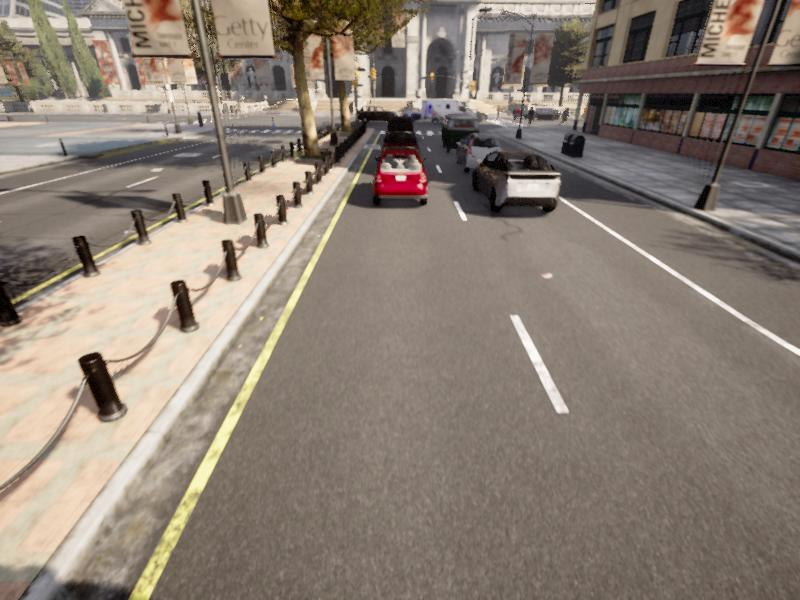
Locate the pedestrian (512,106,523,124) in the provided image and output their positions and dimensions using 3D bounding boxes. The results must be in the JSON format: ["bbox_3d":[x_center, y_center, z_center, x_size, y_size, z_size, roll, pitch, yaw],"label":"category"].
[{"bbox_3d":[13.110,-20.648,44.687,0.751,1.860,0.751,-1,27,-3],"label":"pedestrian"}]

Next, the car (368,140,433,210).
[{"bbox_3d":[0.012,-4.179,13.003,1.789,1.549,3.705,0,27,0],"label":"car"}]

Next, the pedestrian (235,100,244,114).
[{"bbox_3d":[-24.392,-29.353,60.765,0.751,1.860,0.751,0,27,0],"label":"pedestrian"}]

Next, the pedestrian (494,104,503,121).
[{"bbox_3d":[12.520,-23.829,50.844,0.751,1.860,0.751,2,27,3],"label":"pedestrian"}]

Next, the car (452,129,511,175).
[{"bbox_3d":[3.537,-6.763,18.078,1.845,1.501,3.633,0,27,0],"label":"car"}]

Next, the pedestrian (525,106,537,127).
[{"bbox_3d":[12.653,-17.737,38.710,0.751,1.860,0.751,2,27,2],"label":"pedestrian"}]

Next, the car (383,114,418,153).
[{"bbox_3d":[0.025,-10.053,24.016,1.905,1.878,3.866,0,27,0],"label":"car"}]

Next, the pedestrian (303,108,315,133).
[{"bbox_3d":[-7.704,-15.227,33.929,0.751,1.860,0.751,-2,27,-4],"label":"pedestrian"}]

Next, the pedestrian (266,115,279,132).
[{"bbox_3d":[-11.086,-15.397,34.828,0.751,1.300,0.751,2,27,3],"label":"pedestrian"}]

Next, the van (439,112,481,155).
[{"bbox_3d":[3.477,-10.023,23.897,1.775,1.987,4.442,0,27,0],"label":"van"}]

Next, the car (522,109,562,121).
[{"bbox_3d":[18.230,-23.827,51.499,4.181,1.385,1.994,0,27,0],"label":"car"}]

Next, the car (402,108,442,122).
[{"bbox_3d":[2.588,-22.385,48.391,4.792,1.488,2.163,0,27,0],"label":"car"}]

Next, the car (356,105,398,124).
[{"bbox_3d":[-2.540,-20.994,45.199,4.605,1.855,1.932,0,27,0],"label":"car"}]

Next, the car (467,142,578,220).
[{"bbox_3d":[3.510,-3.882,12.499,2.007,1.525,4.514,0,27,0],"label":"car"}]

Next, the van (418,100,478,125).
[{"bbox_3d":[5.341,-21.179,45.058,6.366,2.431,2.351,0,27,0],"label":"van"}]

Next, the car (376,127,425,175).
[{"bbox_3d":[0.016,-6.971,18.443,2.007,1.525,4.514,0,27,0],"label":"car"}]

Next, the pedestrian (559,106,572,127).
[{"bbox_3d":[16.522,-18.341,39.927,0.751,1.860,0.751,4,27,6],"label":"pedestrian"}]

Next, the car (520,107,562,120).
[{"bbox_3d":[19.131,-25.475,54.582,4.792,1.488,2.163,0,27,0],"label":"car"}]

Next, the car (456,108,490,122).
[{"bbox_3d":[8.805,-22.361,48.368,3.633,1.501,1.845,0,27,0],"label":"car"}]
